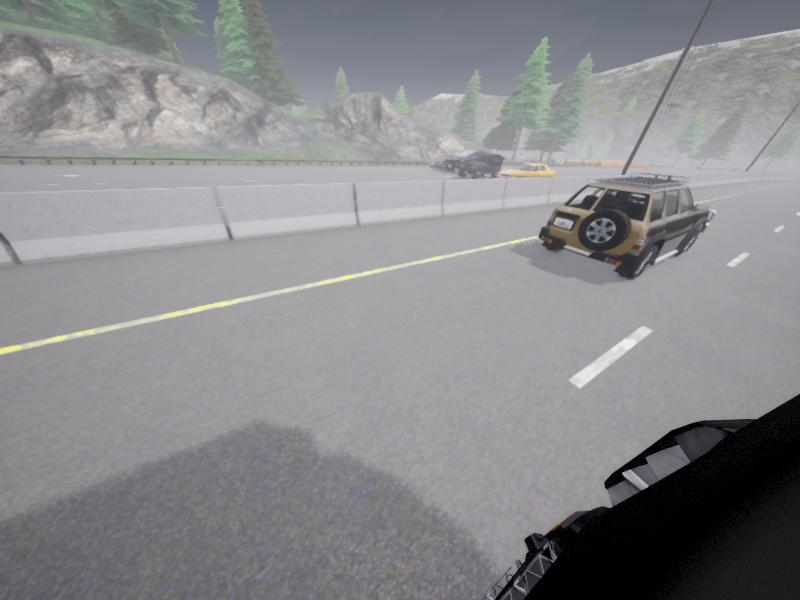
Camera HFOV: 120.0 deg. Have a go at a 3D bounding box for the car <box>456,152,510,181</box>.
[{"bbox_3d":[7.020,-11.400,19.716,3.866,1.878,1.905,-16,38,-26],"label":"car"}]

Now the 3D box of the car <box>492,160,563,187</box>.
[{"bbox_3d":[9.936,-9.856,17.918,5.366,1.575,1.801,-16,38,-26],"label":"car"}]

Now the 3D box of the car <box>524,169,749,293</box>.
[{"bbox_3d":[5.643,-1.982,5.606,4.605,1.855,1.932,-17,38,-25],"label":"car"}]

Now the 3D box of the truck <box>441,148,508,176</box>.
[{"bbox_3d":[7.460,-13.863,23.231,6.274,2.098,2.390,-16,38,-26],"label":"truck"}]

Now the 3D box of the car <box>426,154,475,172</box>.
[{"bbox_3d":[5.619,-15.347,25.827,4.902,1.511,2.128,-16,38,-26],"label":"car"}]
